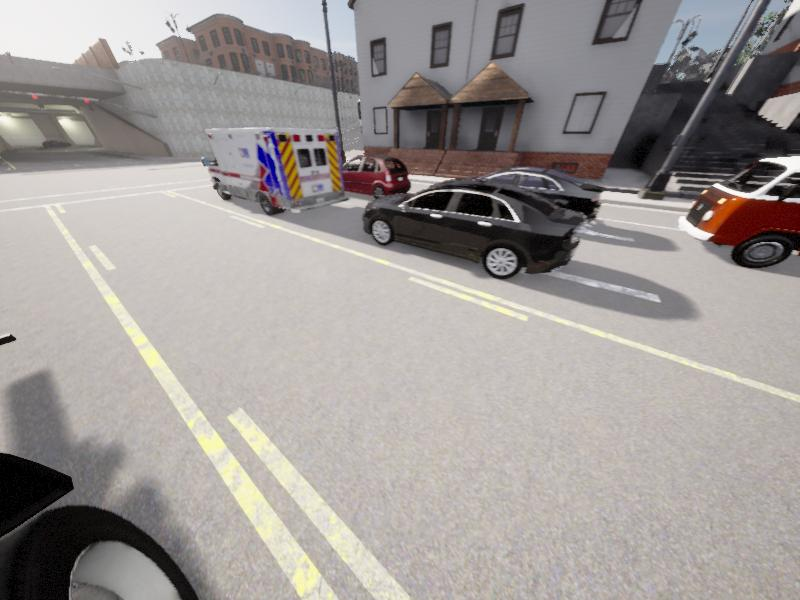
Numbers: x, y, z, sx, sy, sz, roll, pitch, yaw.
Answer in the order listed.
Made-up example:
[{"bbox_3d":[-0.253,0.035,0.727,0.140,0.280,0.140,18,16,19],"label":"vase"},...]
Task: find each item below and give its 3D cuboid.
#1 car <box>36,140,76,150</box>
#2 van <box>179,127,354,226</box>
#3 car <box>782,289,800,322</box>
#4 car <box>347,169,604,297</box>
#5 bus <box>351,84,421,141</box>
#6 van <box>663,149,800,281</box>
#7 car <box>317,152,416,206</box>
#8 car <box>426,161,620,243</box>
[{"bbox_3d":[-71.978,-32.684,48.530,2.152,1.651,5.027,-12,37,-16],"label":"car"},{"bbox_3d":[-5.010,-4.870,8.659,6.366,2.431,2.351,22,41,28],"label":"van"},{"bbox_3d":[7.461,0.694,1.784,4.181,1.385,1.994,24,41,29],"label":"car"},{"bbox_3d":[1.281,-1.905,5.313,4.892,1.490,1.837,22,41,28],"label":"car"},{"bbox_3d":[-1.549,-26.638,32.706,3.944,4.253,10.273,22,55,27],"label":"bus"},{"bbox_3d":[8.822,-1.506,4.327,4.480,2.038,2.069,22,41,28],"label":"van"},{"bbox_3d":[-1.496,-5.563,10.376,3.988,1.617,1.851,22,41,28],"label":"car"},{"bbox_3d":[3.561,-3.443,7.492,4.902,1.511,2.128,22,41,28],"label":"car"}]
